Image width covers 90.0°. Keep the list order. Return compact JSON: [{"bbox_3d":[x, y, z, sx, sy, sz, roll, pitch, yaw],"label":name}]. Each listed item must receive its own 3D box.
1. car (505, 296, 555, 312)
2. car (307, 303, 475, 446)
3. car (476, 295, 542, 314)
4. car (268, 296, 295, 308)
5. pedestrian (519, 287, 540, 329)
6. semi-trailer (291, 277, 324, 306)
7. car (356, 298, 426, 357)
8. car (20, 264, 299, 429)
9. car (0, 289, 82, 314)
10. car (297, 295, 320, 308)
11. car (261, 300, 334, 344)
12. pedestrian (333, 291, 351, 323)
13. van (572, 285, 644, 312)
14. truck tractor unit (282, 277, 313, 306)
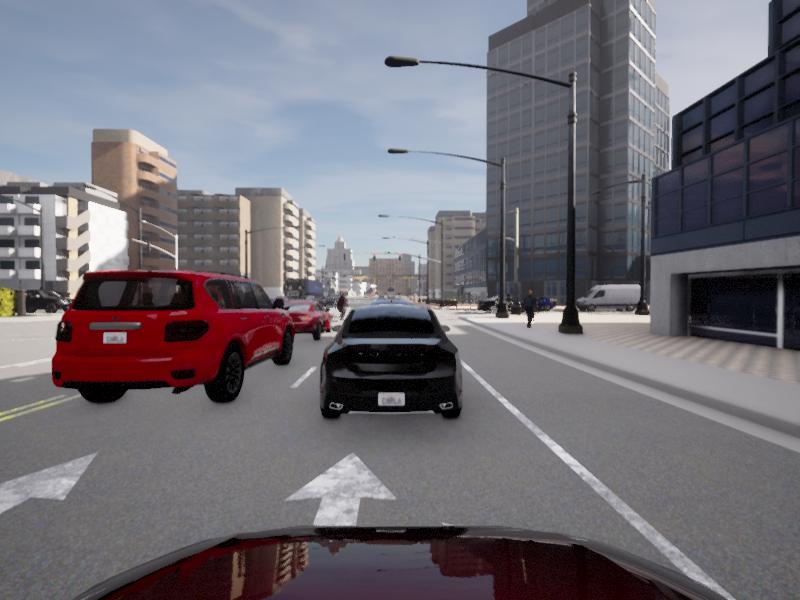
[{"bbox_3d":[12.427,0.364,38.379,4.193,1.474,1.816,0,1,-1],"label":"car"},{"bbox_3d":[-0.149,0.833,6.827,1.837,1.490,4.892,0,0,-1],"label":"car"},{"bbox_3d":[9.425,0.342,34.923,5.238,1.638,1.930,0,1,-3],"label":"car"},{"bbox_3d":[-15.159,0.221,51.410,2.163,1.488,4.792,0,0,-1],"label":"car"},{"bbox_3d":[5.866,0.356,18.162,0.751,1.860,0.751,0,1,7],"label":"pedestrian"},{"bbox_3d":[-15.563,-1.334,68.273,2.717,4.402,14.254,0,0,-2],"label":"semi-trailer"},{"bbox_3d":[-0.289,0.732,13.310,1.882,1.535,5.008,0,1,-1],"label":"car"},{"bbox_3d":[-3.676,0.544,7.761,2.150,2.045,5.566,0,1,-1],"label":"car"},{"bbox_3d":[-30.852,0.133,34.241,5.566,2.045,2.150,0,1,-1],"label":"car"},{"bbox_3d":[-11.664,0.145,51.289,1.930,1.638,5.238,0,0,-1],"label":"car"},{"bbox_3d":[-3.878,0.740,15.994,1.812,1.442,4.674,0,1,-1],"label":"car"},{"bbox_3d":[-3.488,0.395,24.192,0.751,1.860,0.751,1,1,43],"label":"pedestrian"},{"bbox_3d":[19.906,-0.167,38.478,5.915,2.561,1.988,0,1,-1],"label":"van"},{"bbox_3d":[-15.340,-1.202,60.364,3.053,4.208,6.516,0,0,-1],"label":"truck tractor unit"}]
